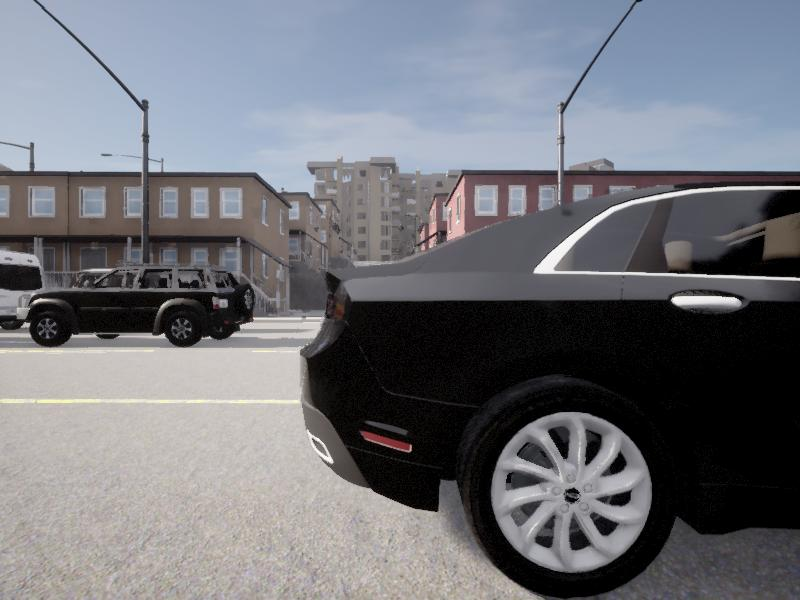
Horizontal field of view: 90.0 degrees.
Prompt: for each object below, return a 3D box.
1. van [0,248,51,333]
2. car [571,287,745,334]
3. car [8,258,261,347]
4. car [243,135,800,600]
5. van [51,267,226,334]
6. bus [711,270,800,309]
[{"bbox_3d":[-15.030,-0.278,12.886,5.915,2.561,1.988,0,0,1],"label":"van"},{"bbox_3d":[7.929,0.307,12.625,4.181,1.385,1.994,0,0,1],"label":"car"},{"bbox_3d":[-5.869,0.052,9.285,4.605,1.855,1.932,0,0,1],"label":"car"},{"bbox_3d":[1.957,0.242,2.190,4.892,1.490,1.837,1,0,1],"label":"car"},{"bbox_3d":[-8.192,-0.005,12.806,4.442,1.987,1.775,0,0,1],"label":"van"},{"bbox_3d":[44.217,-1.134,49.195,3.944,4.253,10.273,0,0,1],"label":"bus"}]
